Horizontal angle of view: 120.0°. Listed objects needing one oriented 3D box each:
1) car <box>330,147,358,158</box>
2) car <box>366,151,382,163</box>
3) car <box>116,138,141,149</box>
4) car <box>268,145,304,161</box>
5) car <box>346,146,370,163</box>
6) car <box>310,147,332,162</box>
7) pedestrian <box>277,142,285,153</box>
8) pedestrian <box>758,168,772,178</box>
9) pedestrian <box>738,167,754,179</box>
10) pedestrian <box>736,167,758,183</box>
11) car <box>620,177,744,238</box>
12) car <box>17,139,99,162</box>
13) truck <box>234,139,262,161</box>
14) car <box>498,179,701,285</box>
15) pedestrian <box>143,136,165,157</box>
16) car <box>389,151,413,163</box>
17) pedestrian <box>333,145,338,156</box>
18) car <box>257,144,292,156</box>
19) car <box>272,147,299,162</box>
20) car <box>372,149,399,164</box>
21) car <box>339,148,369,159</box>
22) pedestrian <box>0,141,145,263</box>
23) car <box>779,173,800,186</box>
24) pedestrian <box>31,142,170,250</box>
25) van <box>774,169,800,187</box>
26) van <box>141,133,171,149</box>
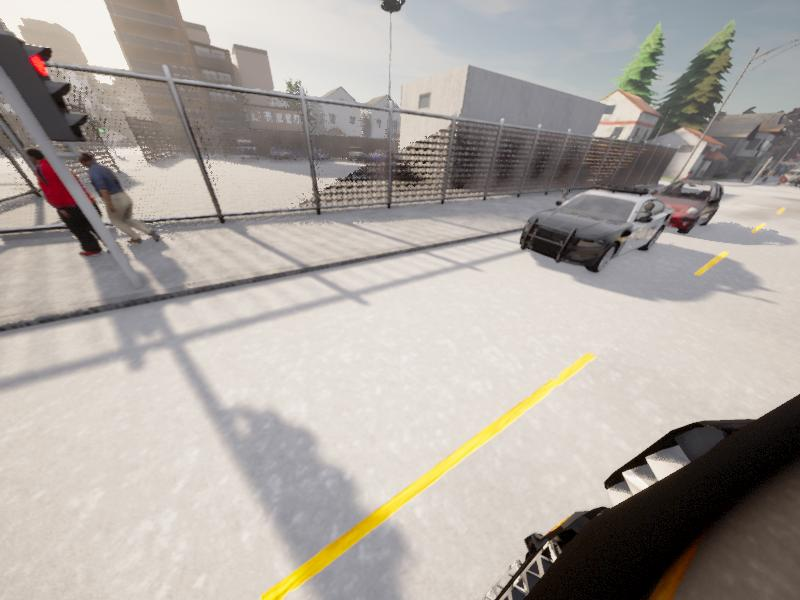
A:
[{"bbox_3d":[-11.000,-29.078,45.596,4.892,1.490,1.837,-17,39,-28],"label":"car"},{"bbox_3d":[-3.775,-20.976,33.863,1.481,1.379,2.207,-17,38,-27],"label":"car"},{"bbox_3d":[-51.026,-29.480,43.472,1.970,1.475,3.806,-17,38,-27],"label":"car"},{"bbox_3d":[-14.425,-18.626,29.374,3.705,1.547,1.789,-17,38,-27],"label":"car"},{"bbox_3d":[-6.059,-21.024,33.373,1.905,1.878,3.866,-17,38,-27],"label":"car"},{"bbox_3d":[-10.919,-20.033,31.797,1.845,1.501,3.633,-17,38,-27],"label":"car"},{"bbox_3d":[-23.043,-29.519,44.727,0.751,1.860,0.751,-17,39,-28],"label":"pedestrian"},{"bbox_3d":[75.608,-26.306,47.809,0.751,1.860,0.751,-19,40,-30],"label":"pedestrian"},{"bbox_3d":[60.830,-22.324,40.615,0.751,1.860,0.751,-18,39,-29],"label":"pedestrian"},{"bbox_3d":[48.189,-17.343,32.088,0.751,1.860,0.751,-13,37,-23],"label":"pedestrian"},{"bbox_3d":[11.105,-3.790,9.124,3.988,1.617,1.851,-17,38,-27],"label":"car"},{"bbox_3d":[-28.803,-12.849,19.775,2.033,1.411,5.357,-17,38,-27],"label":"car"},{"bbox_3d":[-18.159,-17.918,27.570,2.069,2.038,4.478,-17,38,-27],"label":"truck"},{"bbox_3d":[5.347,-2.135,6.136,5.238,1.638,1.930,-17,38,-27],"label":"car"},{"bbox_3d":[-26.473,-16.569,24.919,0.751,1.860,0.751,-8,35,-17],"label":"pedestrian"},{"bbox_3d":[0.057,-23.019,37.189,1.816,1.474,4.193,-17,38,-27],"label":"car"},{"bbox_3d":[-13.118,-30.523,47.038,0.751,1.860,0.751,5,34,3],"label":"pedestrian"},{"bbox_3d":[-21.653,-25.899,39.926,4.902,1.511,2.128,-17,39,-28],"label":"car"},{"bbox_3d":[-14.705,-18.587,29.422,2.033,1.415,5.357,-17,38,-27],"label":"car"},{"bbox_3d":[-2.267,-21.905,35.198,2.242,1.667,4.611,-17,38,-27],"label":"car"},{"bbox_3d":[-8.470,-27.202,42.951,4.902,1.511,2.128,-16,38,-27],"label":"car"},{"bbox_3d":[-5.776,-1.687,4.118,0.751,1.860,0.751,-5,34,-12],"label":"pedestrian"},{"bbox_3d":[62.220,-19.018,36.276,4.514,1.525,2.007,-17,38,-27],"label":"car"},{"bbox_3d":[-5.784,-2.051,4.667,0.751,1.860,0.751,-4,34,-10],"label":"pedestrian"},{"bbox_3d":[54.852,-17.025,32.263,4.442,1.987,1.775,-17,38,-28],"label":"van"},{"bbox_3d":[-48.104,-31.430,45.692,2.351,2.431,6.366,-17,38,-27],"label":"van"}]
